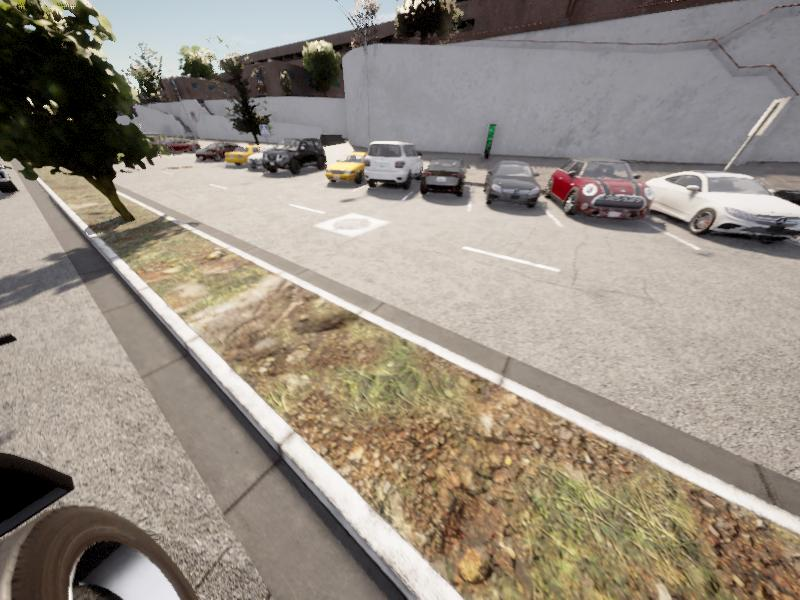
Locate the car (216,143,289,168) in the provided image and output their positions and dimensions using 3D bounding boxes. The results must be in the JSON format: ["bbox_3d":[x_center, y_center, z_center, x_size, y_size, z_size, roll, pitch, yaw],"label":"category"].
[{"bbox_3d":[-12.366,-12.562,19.934,1.946,1.575,5.366,10,36,12],"label":"car"}]

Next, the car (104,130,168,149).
[{"bbox_3d":[-39.361,-24.095,34.712,2.435,2.045,5.566,10,36,11],"label":"car"}]

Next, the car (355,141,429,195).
[{"bbox_3d":[-0.111,-7.519,12.745,2.435,2.045,5.566,9,36,12],"label":"car"}]

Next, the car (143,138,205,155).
[{"bbox_3d":[-27.150,-18.675,28.033,2.163,1.488,4.792,10,36,11],"label":"car"}]

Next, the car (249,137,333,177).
[{"bbox_3d":[-7.489,-10.567,16.860,2.435,2.045,5.566,10,36,11],"label":"car"}]

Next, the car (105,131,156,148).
[{"bbox_3d":[-41.825,-25.063,36.023,1.878,1.987,4.442,10,36,11],"label":"car"}]

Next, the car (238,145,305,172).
[{"bbox_3d":[-9.949,-11.387,18.434,2.002,1.452,4.674,10,36,11],"label":"car"}]

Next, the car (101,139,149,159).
[{"bbox_3d":[-27.933,-15.426,23.458,4.892,1.490,1.837,23,41,27],"label":"car"}]

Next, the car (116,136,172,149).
[{"bbox_3d":[-36.928,-22.866,33.510,2.231,1.521,4.892,10,36,12],"label":"car"}]

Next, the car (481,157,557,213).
[{"bbox_3d":[4.800,-5.225,10.102,2.002,1.452,4.674,10,36,12],"label":"car"}]

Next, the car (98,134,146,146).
[{"bbox_3d":[-46.693,-26.989,38.998,2.002,1.452,4.674,10,36,12],"label":"car"}]

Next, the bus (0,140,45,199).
[{"bbox_3d":[-20.526,-7.051,9.677,10.273,4.253,3.944,22,41,27],"label":"bus"}]

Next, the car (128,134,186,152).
[{"bbox_3d":[-32.050,-20.882,30.685,2.185,1.767,4.553,10,36,12],"label":"car"}]

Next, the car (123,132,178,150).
[{"bbox_3d":[-34.451,-22.082,32.111,1.878,1.987,4.442,10,36,12],"label":"car"}]

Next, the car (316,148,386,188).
[{"bbox_3d":[-2.625,-8.223,14.108,1.946,1.575,5.366,10,36,11],"label":"car"}]

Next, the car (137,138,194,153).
[{"bbox_3d":[-29.607,-19.725,29.436,2.002,1.452,4.674,10,36,12],"label":"car"}]

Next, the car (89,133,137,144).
[{"bbox_3d":[-51.580,-29.073,41.693,2.163,1.488,4.792,10,36,11],"label":"car"}]

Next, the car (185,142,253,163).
[{"bbox_3d":[-17.327,-14.502,22.534,2.163,1.488,4.792,10,36,11],"label":"car"}]

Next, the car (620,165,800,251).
[{"bbox_3d":[9.710,-3.209,7.304,2.002,1.452,4.674,10,36,12],"label":"car"}]

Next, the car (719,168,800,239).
[{"bbox_3d":[12.160,-2.232,5.874,2.097,1.535,5.008,9,35,12],"label":"car"}]

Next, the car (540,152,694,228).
[{"bbox_3d":[7.265,-4.369,8.633,2.185,1.767,4.553,10,36,12],"label":"car"}]

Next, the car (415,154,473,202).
[{"bbox_3d":[2.338,-6.271,11.515,2.163,1.488,4.792,9,36,12],"label":"car"}]

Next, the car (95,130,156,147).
[{"bbox_3d":[-44.237,-26.203,37.493,2.435,2.045,5.566,10,36,12],"label":"car"}]

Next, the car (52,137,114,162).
[{"bbox_3d":[-28.284,-13.502,20.622,4.611,1.667,2.242,23,41,27],"label":"car"}]
